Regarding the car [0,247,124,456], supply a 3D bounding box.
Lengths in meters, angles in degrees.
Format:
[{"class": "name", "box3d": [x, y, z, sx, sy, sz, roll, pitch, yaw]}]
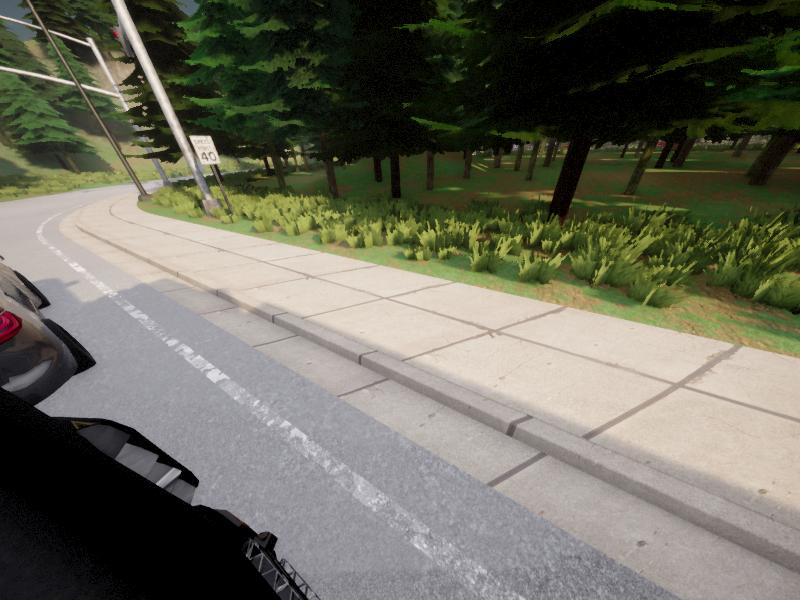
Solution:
[{"class": "car", "box3d": [-5.789, 0.289, 2.440, 4.611, 1.667, 2.242, 16, 38, 26]}]
